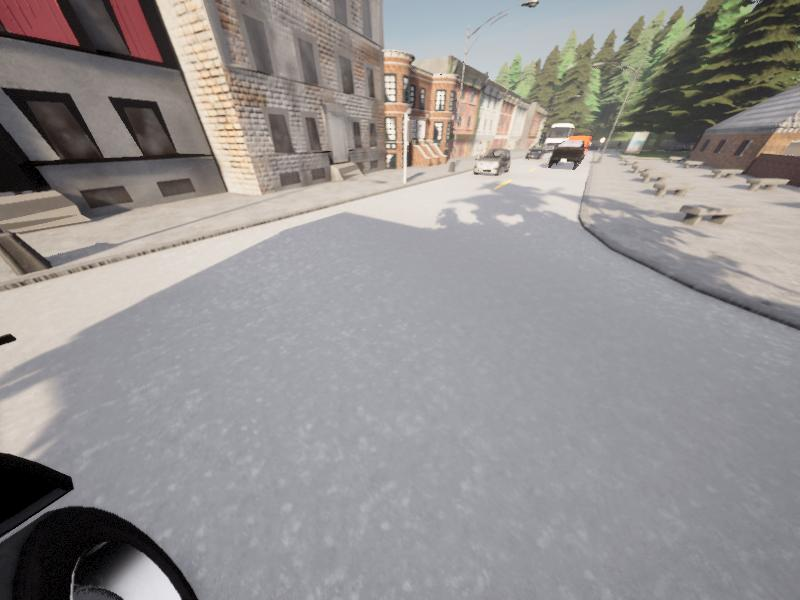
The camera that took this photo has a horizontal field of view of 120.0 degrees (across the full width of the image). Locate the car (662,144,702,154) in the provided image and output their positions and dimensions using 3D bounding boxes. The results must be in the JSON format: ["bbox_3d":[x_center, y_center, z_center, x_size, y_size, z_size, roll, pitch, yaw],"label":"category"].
[{"bbox_3d":[58.400,-31.331,47.960,4.902,1.511,2.128,22,41,28],"label":"car"}]

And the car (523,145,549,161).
[{"bbox_3d":[16.953,-18.353,28.759,1.845,1.501,3.633,22,41,28],"label":"car"}]

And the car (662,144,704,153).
[{"bbox_3d":[61.364,-32.980,50.237,5.366,1.575,1.801,22,41,28],"label":"car"}]

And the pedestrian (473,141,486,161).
[{"bbox_3d":[8.824,-16.581,25.670,0.751,1.860,0.751,26,42,31],"label":"pedestrian"}]

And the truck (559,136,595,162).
[{"bbox_3d":[22.561,-19.311,29.359,2.627,2.467,5.204,22,41,28],"label":"truck"}]

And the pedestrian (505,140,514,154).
[{"bbox_3d":[18.014,-25.164,37.919,0.751,1.860,0.751,20,40,26],"label":"pedestrian"}]

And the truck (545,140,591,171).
[{"bbox_3d":[15.839,-13.678,21.623,2.390,2.098,6.274,23,41,28],"label":"truck"}]

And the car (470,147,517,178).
[{"bbox_3d":[6.959,-10.217,17.064,1.851,1.617,3.988,22,41,28],"label":"car"}]

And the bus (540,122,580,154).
[{"bbox_3d":[29.339,-29.394,42.181,3.944,4.253,10.273,22,39,28],"label":"bus"}]

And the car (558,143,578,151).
[{"bbox_3d":[39.875,-36.264,54.725,5.366,1.575,1.801,-25,42,-31],"label":"car"}]
